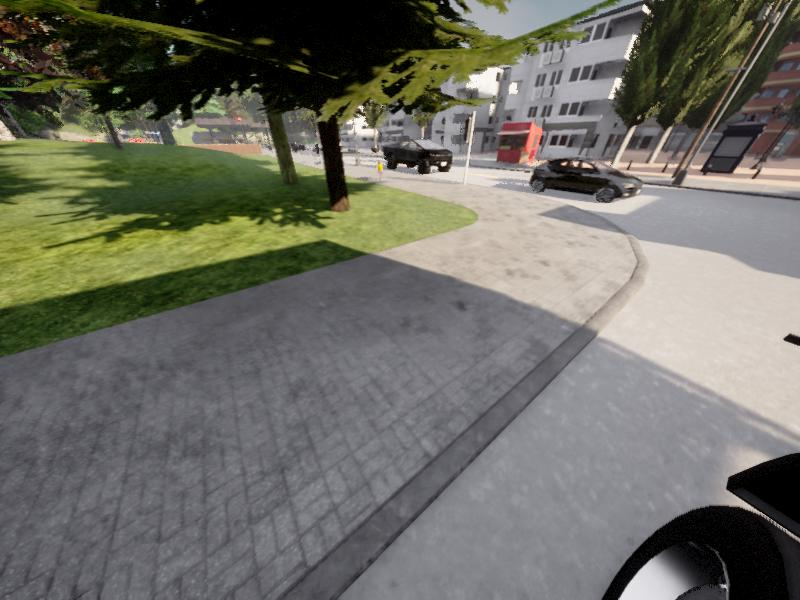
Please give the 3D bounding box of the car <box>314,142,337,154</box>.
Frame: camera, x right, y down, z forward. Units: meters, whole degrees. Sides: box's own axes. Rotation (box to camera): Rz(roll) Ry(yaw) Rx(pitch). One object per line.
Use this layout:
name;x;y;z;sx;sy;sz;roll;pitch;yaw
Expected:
car;-12.865;-26.264;39.786;1.930;1.638;5.238;-23;41;-28

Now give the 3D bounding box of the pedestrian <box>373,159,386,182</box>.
pedestrian;-1.176;-7.389;13.202;0.500;1.100;0.500;-24;42;-30

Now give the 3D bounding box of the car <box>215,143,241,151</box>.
car;-40.429;-35.981;54.339;4.674;1.442;1.812;-23;41;-28

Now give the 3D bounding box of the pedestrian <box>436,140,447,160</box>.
pedestrian;4.533;-16.347;25.178;0.751;1.860;0.751;25;42;31

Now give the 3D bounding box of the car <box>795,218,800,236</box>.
car;12.942;-1.600;4.804;1.812;1.442;4.674;-23;41;-28

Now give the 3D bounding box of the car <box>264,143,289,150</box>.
car;-31.079;-38.725;58.174;5.357;1.411;2.033;12;37;16

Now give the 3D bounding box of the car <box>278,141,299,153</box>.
car;-21.222;-29.089;43.876;2.152;1.651;5.027;-22;41;-28

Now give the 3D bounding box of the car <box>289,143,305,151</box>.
car;-23.173;-34.291;51.720;1.895;1.301;4.718;-23;41;-28

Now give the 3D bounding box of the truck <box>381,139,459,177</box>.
truck;1.224;-11.220;17.960;2.390;2.098;6.274;-23;41;-28

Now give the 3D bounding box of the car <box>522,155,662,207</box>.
car;8.125;-5.459;10.283;1.816;1.474;4.193;-23;41;-28
